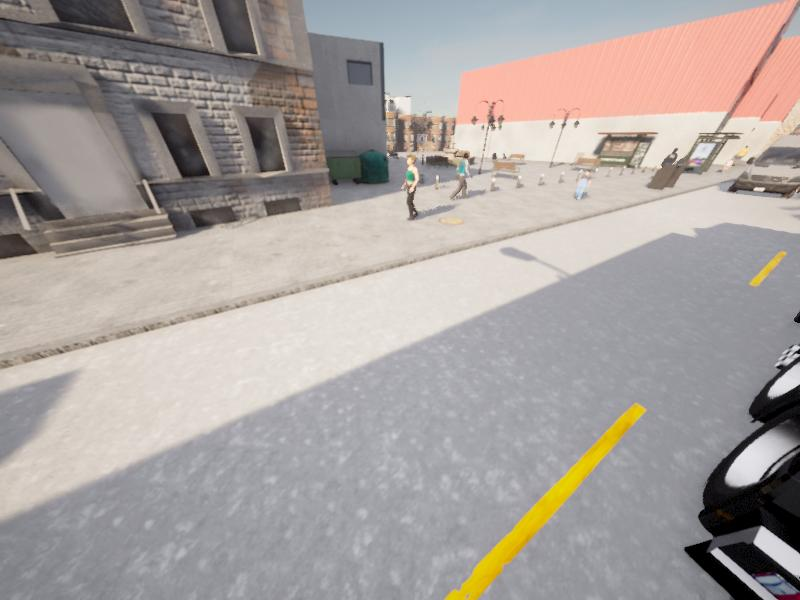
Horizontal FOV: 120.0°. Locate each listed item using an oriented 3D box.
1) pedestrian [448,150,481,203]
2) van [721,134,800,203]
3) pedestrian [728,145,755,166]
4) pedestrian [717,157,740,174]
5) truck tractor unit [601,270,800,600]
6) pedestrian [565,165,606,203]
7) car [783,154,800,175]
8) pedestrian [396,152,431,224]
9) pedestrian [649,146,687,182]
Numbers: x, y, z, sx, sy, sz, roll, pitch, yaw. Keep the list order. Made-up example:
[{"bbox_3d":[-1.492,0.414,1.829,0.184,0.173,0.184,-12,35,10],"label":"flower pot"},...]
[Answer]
[{"bbox_3d":[2.647,-5.166,9.679,0.751,1.860,0.751,-10,36,-14],"label":"pedestrian"},{"bbox_3d":[19.698,-6.832,11.755,5.915,2.561,1.988,-18,39,-24],"label":"van"},{"bbox_3d":[35.837,-15.207,24.290,0.751,1.860,0.751,29,44,35],"label":"pedestrian"},{"bbox_3d":[26.430,-10.831,18.591,0.500,1.100,0.500,-18,39,-25],"label":"pedestrian"},{"bbox_3d":[5.116,-0.297,0.765,6.516,4.208,3.053,-18,39,-24],"label":"truck tractor unit"},{"bbox_3d":[7.835,-4.949,9.814,0.751,1.300,0.751,-24,41,-30],"label":"pedestrian"},{"bbox_3d":[35.289,-11.480,19.487,4.792,1.488,2.163,-18,39,-25],"label":"car"},{"bbox_3d":[0.358,-3.376,7.002,0.751,1.860,0.751,-11,36,-15],"label":"pedestrian"},{"bbox_3d":[16.814,-8.556,14.546,0.751,1.860,0.751,25,42,31],"label":"pedestrian"}]
